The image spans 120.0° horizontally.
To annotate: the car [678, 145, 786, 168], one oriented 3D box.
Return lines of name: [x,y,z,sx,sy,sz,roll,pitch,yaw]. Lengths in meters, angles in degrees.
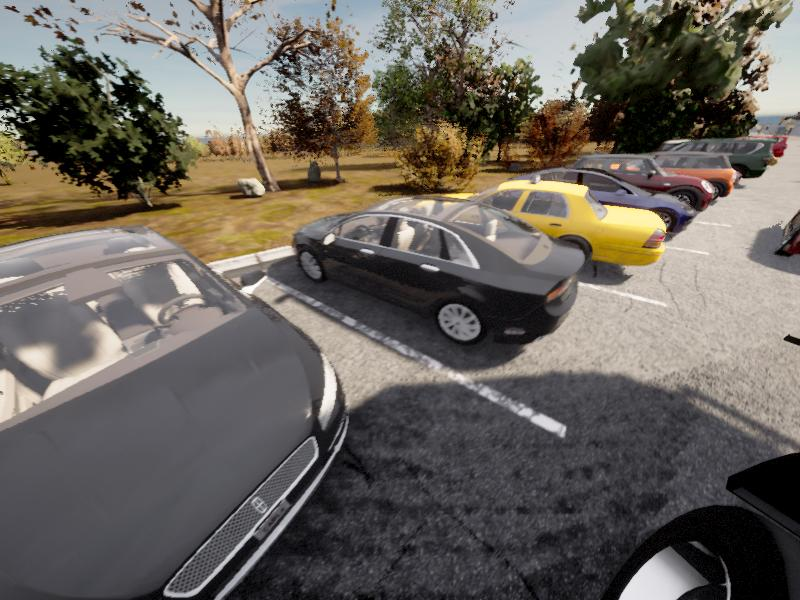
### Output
car: [27.861,-12.347,19.745,4.792,1.488,2.163,21,41,29]

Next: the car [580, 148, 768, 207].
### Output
car: [10.869,-5.432,9.906,4.553,1.767,2.185,21,41,29]

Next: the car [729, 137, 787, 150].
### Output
car: [58.922,-25.858,38.207,4.553,1.767,2.185,19,40,26]

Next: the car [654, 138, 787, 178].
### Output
car: [20.679,-9.504,15.367,4.442,1.987,1.878,21,40,29]

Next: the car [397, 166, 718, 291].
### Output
car: [2.705,-2.115,5.533,5.366,1.575,1.946,21,41,29]

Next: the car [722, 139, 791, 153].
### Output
car: [51.898,-22.568,33.855,5.008,1.535,2.097,19,40,27]

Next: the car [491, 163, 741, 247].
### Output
car: [5.663,-3.167,7.036,4.792,1.488,2.163,21,40,29]

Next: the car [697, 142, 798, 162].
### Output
car: [35.330,-15.325,23.804,5.366,1.575,1.946,21,40,28]

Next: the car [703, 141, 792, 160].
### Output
car: [37.595,-16.385,25.285,4.892,1.521,2.231,21,40,28]

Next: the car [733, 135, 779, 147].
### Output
car: [72.710,-32.520,47.289,4.442,1.987,1.878,17,38,25]

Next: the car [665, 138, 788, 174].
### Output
car: [23.114,-10.508,16.758,4.442,1.987,1.878,21,40,29]

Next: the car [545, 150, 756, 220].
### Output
car: [8.387,-4.454,8.554,4.553,1.767,2.185,21,40,29]

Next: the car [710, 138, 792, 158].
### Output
car: [40.024,-17.496,26.608,4.553,1.767,2.185,21,40,28]

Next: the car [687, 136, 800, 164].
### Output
car: [32.722,-14.586,22.365,5.566,2.045,2.435,21,41,28]

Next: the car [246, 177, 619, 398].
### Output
car: [0.086,-0.912,3.866,4.892,1.521,2.231,21,41,29]

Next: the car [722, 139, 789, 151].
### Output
car: [56.416,-24.747,36.883,5.366,1.575,1.946,19,40,26]

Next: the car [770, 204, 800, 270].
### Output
car: [10.167,-1.590,4.839,4.181,1.385,1.994,-22,41,-28]

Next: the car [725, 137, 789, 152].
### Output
car: [54.214,-23.742,35.273,4.553,1.767,2.185,19,39,27]

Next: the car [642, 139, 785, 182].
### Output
car: [18.246,-8.499,13.977,4.442,1.987,1.878,21,40,29]

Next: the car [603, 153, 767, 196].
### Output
car: [13.284,-6.312,11.409,4.674,1.452,2.002,21,40,29]

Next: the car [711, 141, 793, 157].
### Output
car: [42.406,-18.418,28.101,5.008,1.535,2.097,20,40,28]

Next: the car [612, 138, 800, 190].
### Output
car: [15.689,-7.561,12.640,5.566,2.045,2.435,21,41,29]

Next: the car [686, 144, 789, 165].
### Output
car: [30.346,-13.336,21.112,4.792,1.488,2.163,21,40,28]

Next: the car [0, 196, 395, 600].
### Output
car: [-2.700,0.224,2.293,4.892,1.521,2.231,21,40,29]

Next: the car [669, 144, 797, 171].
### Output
car: [25.608,-11.305,18.238,5.366,1.575,1.946,21,40,29]
